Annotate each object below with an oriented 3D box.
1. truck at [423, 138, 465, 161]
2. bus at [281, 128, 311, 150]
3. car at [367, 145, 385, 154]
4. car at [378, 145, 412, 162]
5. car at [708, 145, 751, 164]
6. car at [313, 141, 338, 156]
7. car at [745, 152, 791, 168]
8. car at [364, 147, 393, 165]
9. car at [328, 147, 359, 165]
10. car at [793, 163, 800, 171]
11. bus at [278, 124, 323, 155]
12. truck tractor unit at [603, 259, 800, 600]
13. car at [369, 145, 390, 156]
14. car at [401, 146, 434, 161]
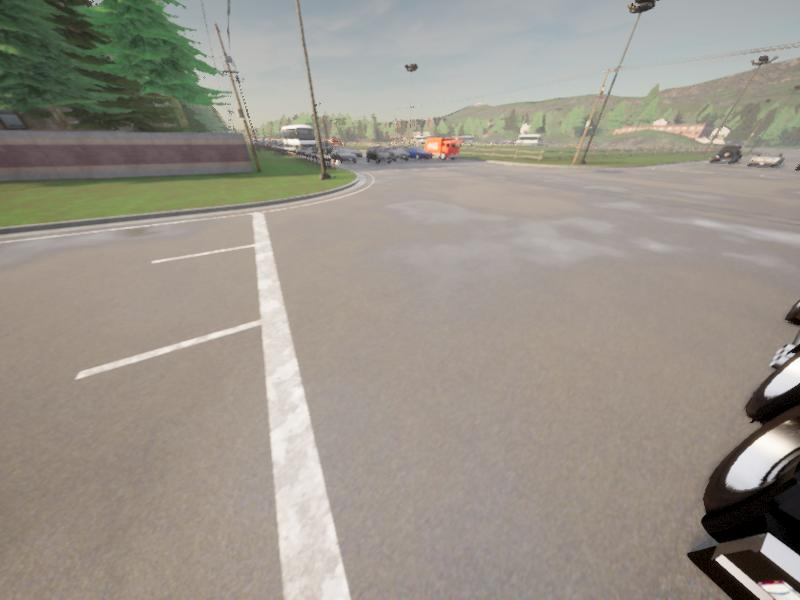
[{"bbox_3d":[5.894,-20.723,31.708,2.627,2.467,5.204,-19,39,-25],"label":"truck"},{"bbox_3d":[-27.080,-41.513,59.746,3.944,4.253,10.273,-21,40,-29],"label":"bus"},{"bbox_3d":[-4.941,-30.675,46.891,1.994,1.385,4.181,-19,39,-25],"label":"car"},{"bbox_3d":[-0.758,-18.966,29.865,2.152,1.651,5.027,-19,39,-25],"label":"car"},{"bbox_3d":[41.752,-18.432,29.271,3.866,1.878,1.905,-18,39,-25],"label":"car"},{"bbox_3d":[-12.712,-25.884,39.477,3.866,1.878,1.905,29,45,32],"label":"car"},{"bbox_3d":[41.203,-15.690,25.843,4.718,1.301,1.895,-18,39,-25],"label":"car"},{"bbox_3d":[-2.456,-16.670,26.607,1.789,1.549,3.705,-19,39,-25],"label":"car"},{"bbox_3d":[-6.543,-16.655,26.643,1.812,1.442,4.674,-19,39,-25],"label":"car"},{"bbox_3d":[41.379,-13.584,22.487,4.611,1.667,2.242,-18,39,-25],"label":"car"},{"bbox_3d":[-18.194,-29.139,41.974,3.944,4.253,10.273,-23,41,-28],"label":"bus"},{"bbox_3d":[5.105,-0.305,0.794,6.516,4.208,3.053,-18,39,-25],"label":"truck tractor unit"},{"bbox_3d":[-3.450,-25.387,39.202,1.970,1.475,3.806,-19,39,-25],"label":"car"},{"bbox_3d":[2.254,-19.934,31.362,1.882,1.535,5.008,-19,39,-25],"label":"car"}]
